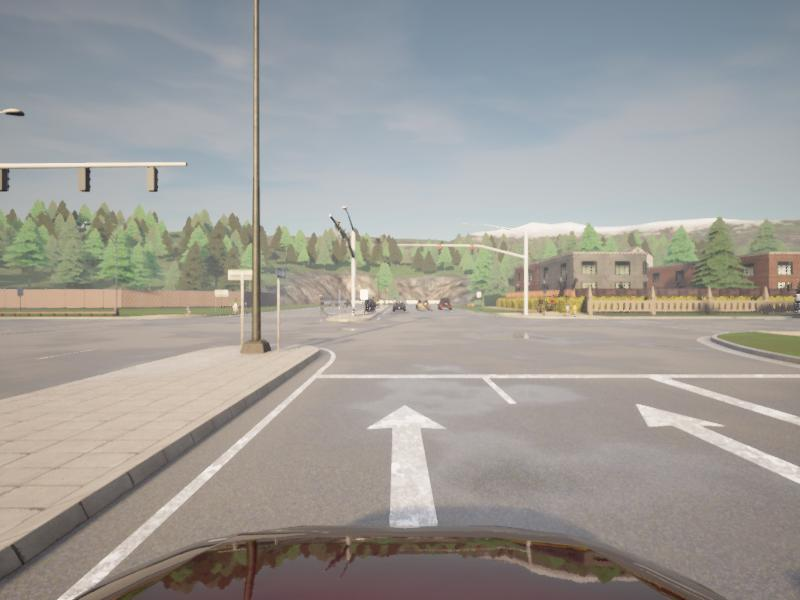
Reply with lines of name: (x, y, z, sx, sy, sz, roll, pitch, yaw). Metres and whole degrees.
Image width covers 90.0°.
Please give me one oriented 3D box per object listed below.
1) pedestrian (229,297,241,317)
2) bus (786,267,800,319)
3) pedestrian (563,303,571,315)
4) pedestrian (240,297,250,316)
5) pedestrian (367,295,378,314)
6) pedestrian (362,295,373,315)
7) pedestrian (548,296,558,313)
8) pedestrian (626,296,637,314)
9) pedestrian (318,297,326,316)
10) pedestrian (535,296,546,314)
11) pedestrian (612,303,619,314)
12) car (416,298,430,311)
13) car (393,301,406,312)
pedestrian: (-15.312, 0.635, 37.176, 0.751, 1.860, 0.751, 0, 0, 3)
bus: (37.598, -0.534, 31.734, 10.273, 4.253, 3.944, 0, 0, -1)
pedestrian: (16.047, 0.863, 38.428, 0.500, 1.100, 0.500, 0, 0, -4)
pedestrian: (-15.103, 0.637, 38.918, 0.751, 1.860, 0.751, 0, 0, -8)
pedestrian: (-2.725, 0.483, 39.840, 0.751, 1.860, 0.751, 0, 0, 35)
pedestrian: (-3.228, 0.483, 39.278, 0.751, 1.860, 0.751, 0, 0, 36)
pedestrian: (16.269, 0.483, 42.644, 0.751, 1.860, 0.751, 0, 0, -5)
pedestrian: (24.201, 0.483, 41.790, 0.751, 1.860, 0.751, 0, 0, 0)
pedestrian: (-7.588, 0.635, 38.929, 0.751, 1.860, 0.751, 0, 0, -15)
pedestrian: (14.576, 0.483, 41.528, 0.751, 1.860, 0.751, 0, 0, -21)
pedestrian: (21.977, 0.863, 40.813, 0.500, 1.100, 0.500, 0, 0, -9)
car: (3.389, 0.652, 59.753, 1.932, 1.855, 4.605, 0, 0, 0)
car: (-0.108, 0.851, 56.953, 1.816, 1.474, 4.193, 0, 0, 0)
